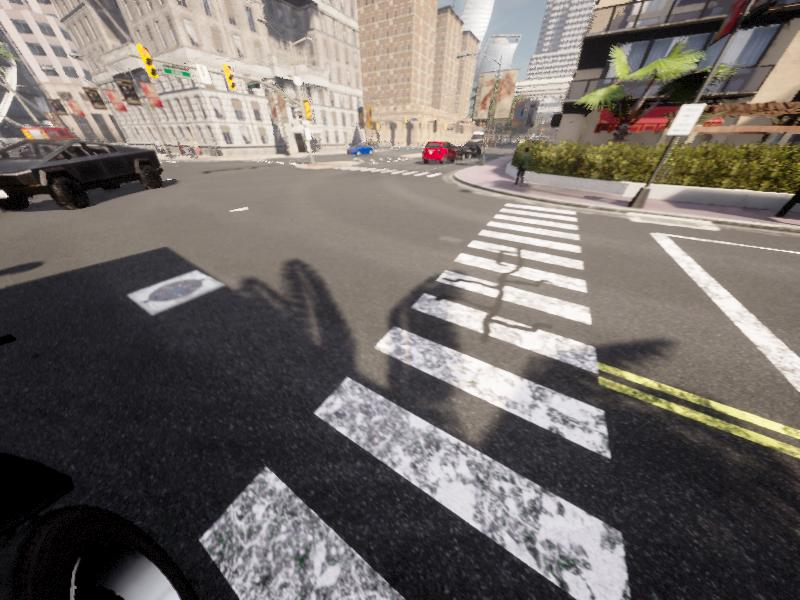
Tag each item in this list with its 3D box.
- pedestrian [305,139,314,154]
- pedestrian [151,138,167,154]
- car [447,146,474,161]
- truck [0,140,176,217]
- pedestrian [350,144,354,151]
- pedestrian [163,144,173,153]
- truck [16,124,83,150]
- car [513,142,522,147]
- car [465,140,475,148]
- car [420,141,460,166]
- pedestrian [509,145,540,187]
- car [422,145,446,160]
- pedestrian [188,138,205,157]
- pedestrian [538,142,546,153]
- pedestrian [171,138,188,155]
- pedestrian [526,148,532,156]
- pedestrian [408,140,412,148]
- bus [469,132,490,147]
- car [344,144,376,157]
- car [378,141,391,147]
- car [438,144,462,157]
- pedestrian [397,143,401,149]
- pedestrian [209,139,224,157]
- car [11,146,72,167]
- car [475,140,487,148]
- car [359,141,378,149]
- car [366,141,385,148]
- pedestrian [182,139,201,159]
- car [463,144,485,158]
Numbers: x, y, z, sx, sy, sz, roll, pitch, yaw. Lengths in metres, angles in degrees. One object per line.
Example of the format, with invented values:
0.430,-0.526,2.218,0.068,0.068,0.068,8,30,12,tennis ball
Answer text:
-13.597,-23.077,34.779,0.751,1.860,0.751,-29,44,-35,pedestrian
-34.160,-21.865,32.766,0.751,1.860,0.751,22,40,28,pedestrian
7.991,-19.300,30.310,1.837,1.490,4.892,19,39,24,car
-13.296,-5.426,9.683,2.390,2.098,6.274,-5,35,-8,truck
-9.119,-28.956,43.898,0.500,1.100,0.500,15,37,19,pedestrian
-34.490,-22.481,34.304,0.500,1.100,0.500,19,39,24,pedestrian
-67.956,-31.926,45.262,2.891,3.827,8.468,-15,38,-21,truck
44.347,-58.830,87.170,2.038,1.542,4.974,19,39,24,car
22.795,-50.985,75.428,1.905,1.878,3.866,19,39,24,car
4.458,-16.056,25.148,2.150,2.045,5.566,19,39,24,car
6.448,-7.000,12.099,0.751,1.860,0.751,3,35,3,pedestrian
4.651,-20.045,31.276,1.789,1.549,3.705,19,39,24,car
-25.479,-19.148,29.006,0.751,1.860,0.751,20,40,26,pedestrian
28.141,-30.093,45.636,0.751,1.860,0.751,19,39,25,pedestrian
-29.572,-20.600,31.023,0.751,1.860,0.751,19,39,25,pedestrian
19.438,-22.261,34.731,0.500,1.100,0.500,19,39,25,pedestrian
2.763,-42.467,62.957,0.751,1.860,0.751,20,40,26,pedestrian
28.242,-57.136,82.203,3.944,4.253,10.273,19,39,24,bus
-5.958,-22.770,35.035,1.882,1.535,5.008,19,39,24,car
-4.623,-46.633,69.133,3.633,1.501,1.845,19,39,24,car
7.766,-23.078,35.673,2.007,1.525,4.514,19,39,24,car
-0.166,-39.286,58.863,0.751,1.300,0.751,26,42,32,pedestrian
-22.841,-18.977,28.799,0.751,1.860,0.751,-27,44,-34,pedestrian
-32.751,-13.190,21.136,4.181,1.385,1.994,18,38,23,car
26.210,-50.404,74.499,2.150,2.045,5.566,19,39,24,car
-8.280,-40.915,60.922,4.514,1.525,2.007,19,39,24,car
-6.649,-42.740,63.427,4.611,1.667,2.242,18,39,24,car
-23.434,-17.039,26.022,0.751,1.860,0.751,24,41,30,pedestrian
11.185,-22.461,34.769,1.851,1.617,3.988,19,39,24,car
